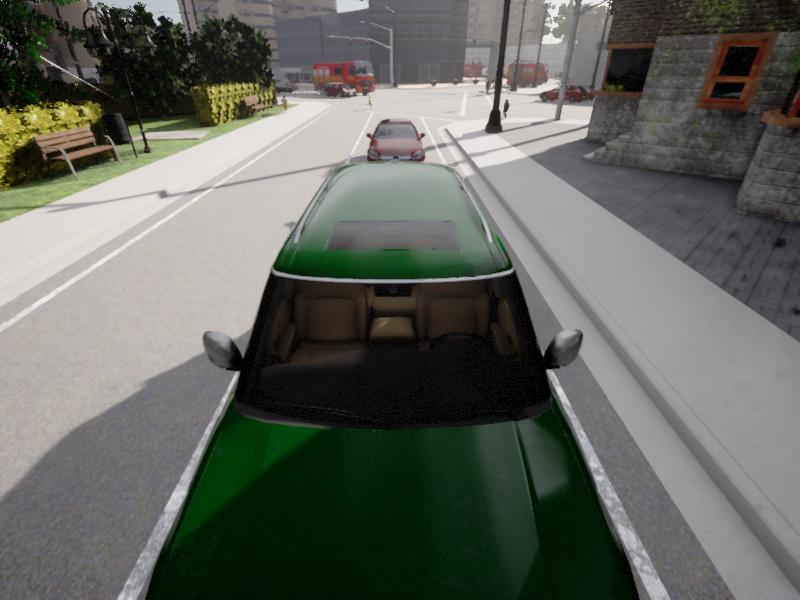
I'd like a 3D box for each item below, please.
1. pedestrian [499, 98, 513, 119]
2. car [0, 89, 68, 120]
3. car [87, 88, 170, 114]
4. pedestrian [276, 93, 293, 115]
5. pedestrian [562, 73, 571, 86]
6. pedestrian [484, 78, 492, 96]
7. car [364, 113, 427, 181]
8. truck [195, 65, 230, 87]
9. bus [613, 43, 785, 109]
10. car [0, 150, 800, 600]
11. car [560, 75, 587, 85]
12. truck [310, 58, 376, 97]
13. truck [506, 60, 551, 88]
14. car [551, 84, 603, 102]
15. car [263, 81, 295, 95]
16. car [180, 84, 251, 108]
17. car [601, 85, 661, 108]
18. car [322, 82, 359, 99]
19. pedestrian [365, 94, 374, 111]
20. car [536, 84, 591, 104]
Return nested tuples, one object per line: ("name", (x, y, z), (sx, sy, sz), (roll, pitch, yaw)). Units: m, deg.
("pedestrian", (6.581, -11.926, 24.898), (0.500, 1.100, 0.500), (-7, 31, -12))
("car", (-26.099, -13.241, 27.068), (5.027, 1.651, 2.152), (-27, 39, -37))
("car", (-21.166, -15.653, 31.331), (4.792, 1.488, 2.163), (-27, 40, -38))
("pedestrian", (-7.899, -13.420, 27.336), (0.751, 1.300, 0.751), (0, 30, 0))
("pedestrian", (27.154, -35.934, 65.271), (0.751, 1.860, 0.751), (26, 39, 37))
("pedestrian", (10.101, -24.469, 45.963), (0.751, 1.860, 0.751), (7, 31, 12))
("car", (-0.141, -5.456, 13.907), (1.812, 1.442, 4.674), (0, 30, 0))
("truck", (-39.840, -47.579, 84.972), (8.468, 3.827, 2.891), (26, 39, 38))
("bus", (24.477, -18.757, 33.616), (10.273, 4.253, 3.944), (26, 39, 38))
("car", (-0.048, 0.285, 3.483), (2.150, 2.045, 5.566), (0, 30, 0))
("car", (33.214, -42.176, 76.613), (4.974, 1.542, 2.038), (-19, 35, -29))
("truck", (-6.887, -26.717, 47.977), (8.468, 3.827, 2.891), (26, 39, 38))
("truck", (21.770, -38.264, 67.655), (8.468, 3.827, 2.891), (-26, 39, -37))
("car", (17.747, -20.888, 40.275), (4.181, 1.385, 1.994), (26, 39, 38))
("car", (-15.746, -27.564, 51.959), (4.181, 1.385, 1.994), (26, 39, 38))
("car", (-16.244, -18.181, 35.511), (5.027, 1.651, 2.152), (-26, 39, -37))
("car", (19.747, -17.479, 34.268), (3.806, 1.475, 1.970), (26, 39, 38))
("car", (-6.594, -23.089, 44.066), (3.806, 1.475, 1.970), (26, 39, 37))
("pedestrian", (-2.370, -15.338, 31.095), (0.500, 1.100, 0.500), (16, 34, 25))
("car", (15.442, -19.599, 37.962), (4.193, 1.474, 1.816), (26, 39, 38))
